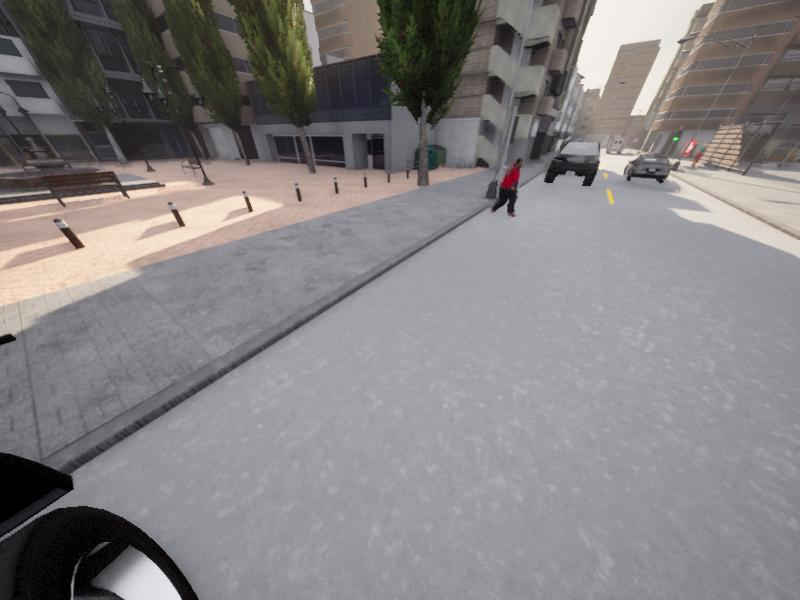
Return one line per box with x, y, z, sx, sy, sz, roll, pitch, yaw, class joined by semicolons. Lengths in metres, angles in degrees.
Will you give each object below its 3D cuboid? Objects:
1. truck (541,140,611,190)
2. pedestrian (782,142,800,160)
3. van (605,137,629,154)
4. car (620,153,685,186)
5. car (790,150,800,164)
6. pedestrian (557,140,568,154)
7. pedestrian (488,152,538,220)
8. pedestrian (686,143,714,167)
10.972;-8.596;14.370;2.390;2.098;6.274;22;41;28;truck
49.892;-18.745;29.051;0.751;1.860;0.751;7;36;10;pedestrian
39.943;-28.570;42.661;2.351;2.431;6.366;23;41;29;van
16.356;-8.790;15.303;2.033;1.411;5.357;23;41;29;car
47.452;-15.523;24.994;4.902;1.511;2.128;21;40;27;car
26.052;-24.483;37.022;0.751;1.860;0.751;23;41;28;pedestrian
3.639;-3.741;7.592;0.751;1.860;0.751;-21;41;-28;pedestrian
27.158;-13.158;20.960;0.751;1.860;0.751;29;44;35;pedestrian
